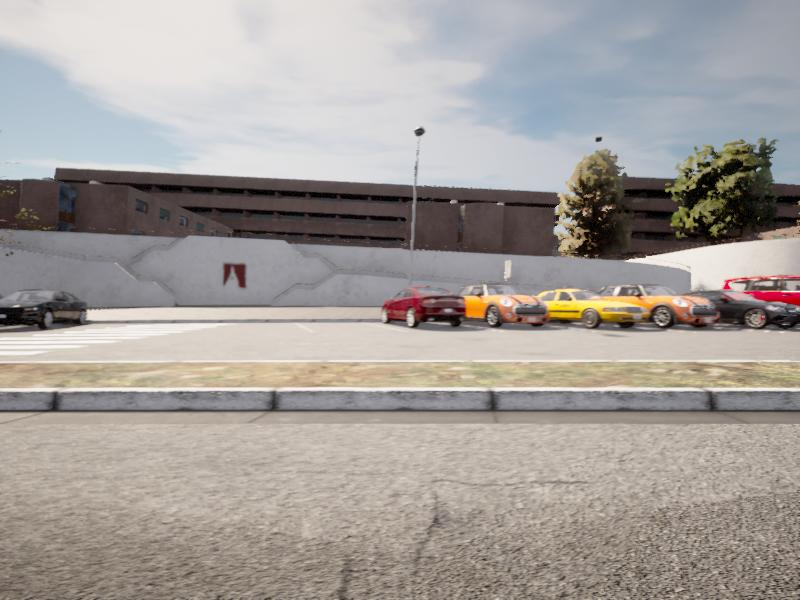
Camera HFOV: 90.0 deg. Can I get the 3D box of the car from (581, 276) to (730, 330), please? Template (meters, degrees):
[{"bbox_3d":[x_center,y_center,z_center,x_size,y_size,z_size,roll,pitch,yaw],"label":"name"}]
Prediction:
[{"bbox_3d":[9.687,0.128,15.699,2.185,1.767,4.553,1,-1,-20],"label":"car"}]

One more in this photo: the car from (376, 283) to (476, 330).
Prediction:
[{"bbox_3d":[0.767,0.232,15.660,2.097,1.535,5.008,0,-1,-20],"label":"car"}]

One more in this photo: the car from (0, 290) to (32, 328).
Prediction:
[{"bbox_3d":[-17.067,0.351,15.673,2.097,1.535,5.008,0,-1,-20],"label":"car"}]

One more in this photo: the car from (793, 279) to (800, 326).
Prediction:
[{"bbox_3d":[18.668,0.100,15.564,1.878,1.987,4.442,1,-1,-20],"label":"car"}]

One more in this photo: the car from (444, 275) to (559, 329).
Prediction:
[{"bbox_3d":[3.735,0.108,15.701,2.185,1.767,4.553,0,-1,-20],"label":"car"}]

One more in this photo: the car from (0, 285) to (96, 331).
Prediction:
[{"bbox_3d":[-14.105,0.317,15.669,2.097,1.535,5.008,0,-1,-20],"label":"car"}]

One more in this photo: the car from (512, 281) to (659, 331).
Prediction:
[{"bbox_3d":[6.790,0.234,15.495,1.946,1.575,5.366,1,-1,-20],"label":"car"}]

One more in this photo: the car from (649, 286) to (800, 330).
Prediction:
[{"bbox_3d":[12.671,0.311,15.671,2.002,1.452,4.674,1,-1,-20],"label":"car"}]

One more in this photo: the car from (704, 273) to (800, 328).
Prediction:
[{"bbox_3d":[15.666,0.045,15.647,2.435,2.045,5.566,1,-1,-20],"label":"car"}]
